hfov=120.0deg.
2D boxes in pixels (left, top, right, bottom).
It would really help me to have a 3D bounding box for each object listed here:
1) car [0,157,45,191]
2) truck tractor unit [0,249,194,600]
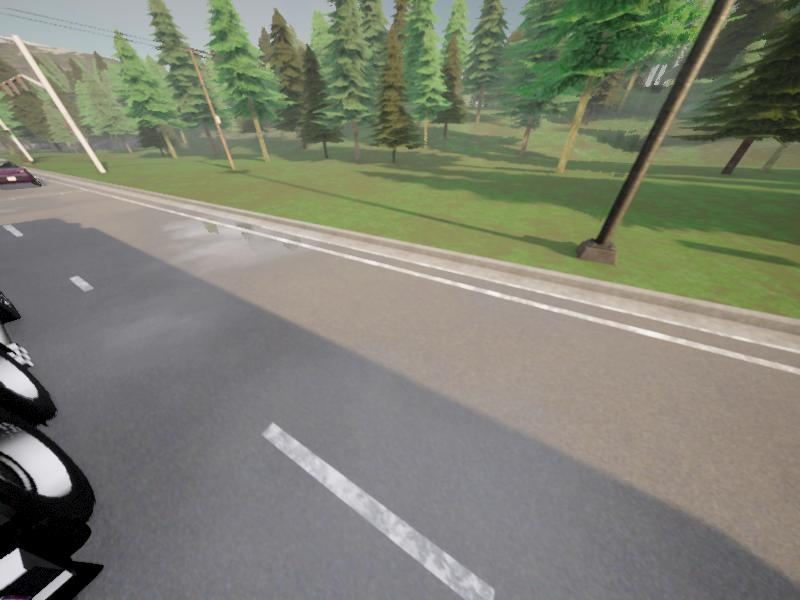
[{"bbox_3d":[-24.312,-7.776,14.106,4.193,1.474,1.816,18,39,24],"label":"car"},{"bbox_3d":[-5.086,-0.325,0.812,6.516,4.208,3.053,19,39,25],"label":"truck tractor unit"}]
